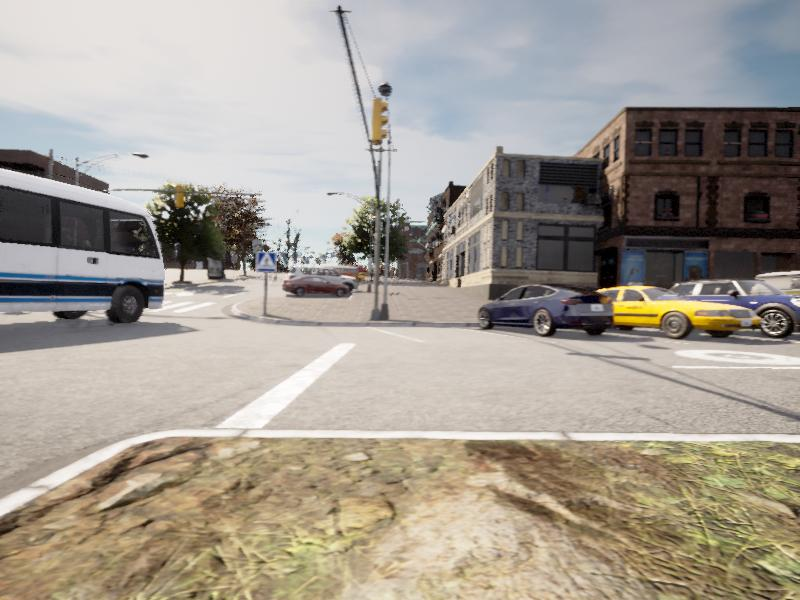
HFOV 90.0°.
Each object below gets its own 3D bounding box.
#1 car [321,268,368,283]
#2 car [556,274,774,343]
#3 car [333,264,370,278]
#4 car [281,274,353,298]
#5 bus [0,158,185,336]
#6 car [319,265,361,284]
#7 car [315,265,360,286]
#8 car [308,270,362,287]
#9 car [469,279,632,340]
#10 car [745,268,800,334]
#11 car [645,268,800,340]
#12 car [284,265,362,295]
[{"bbox_3d":[-6.893,-3.019,49.597,5.366,1.575,1.946,1,5,-23],"label":"car"},{"bbox_3d":[7.302,0.238,11.947,1.946,1.575,5.366,1,-1,-18],"label":"car"},{"bbox_3d":[-8.164,-4.955,67.509,5.566,2.045,2.435,1,6,-24],"label":"car"},{"bbox_3d":[-5.916,-1.015,28.489,4.674,1.452,2.002,1,5,-23],"label":"car"},{"bbox_3d":[-11.438,-1.371,10.335,3.944,4.253,10.273,3,1,18],"label":"bus"},{"bbox_3d":[-6.995,-2.964,46.446,4.442,1.987,1.878,1,6,-23],"label":"car"},{"bbox_3d":[-6.830,-2.682,43.435,4.442,1.987,1.878,1,6,-23],"label":"car"},{"bbox_3d":[-6.581,-2.176,40.502,4.892,1.521,2.231,1,5,-23],"label":"car"},{"bbox_3d":[4.274,0.272,12.397,2.163,1.488,4.792,0,-1,-19],"label":"car"},{"bbox_3d":[13.318,0.031,11.776,1.878,1.987,4.442,1,-1,-18],"label":"car"},{"bbox_3d":[10.254,0.125,12.045,2.185,1.767,4.553,1,-1,-18],"label":"car"},{"bbox_3d":[-6.048,-1.585,31.480,5.566,2.045,2.435,1,5,-23],"label":"car"}]
